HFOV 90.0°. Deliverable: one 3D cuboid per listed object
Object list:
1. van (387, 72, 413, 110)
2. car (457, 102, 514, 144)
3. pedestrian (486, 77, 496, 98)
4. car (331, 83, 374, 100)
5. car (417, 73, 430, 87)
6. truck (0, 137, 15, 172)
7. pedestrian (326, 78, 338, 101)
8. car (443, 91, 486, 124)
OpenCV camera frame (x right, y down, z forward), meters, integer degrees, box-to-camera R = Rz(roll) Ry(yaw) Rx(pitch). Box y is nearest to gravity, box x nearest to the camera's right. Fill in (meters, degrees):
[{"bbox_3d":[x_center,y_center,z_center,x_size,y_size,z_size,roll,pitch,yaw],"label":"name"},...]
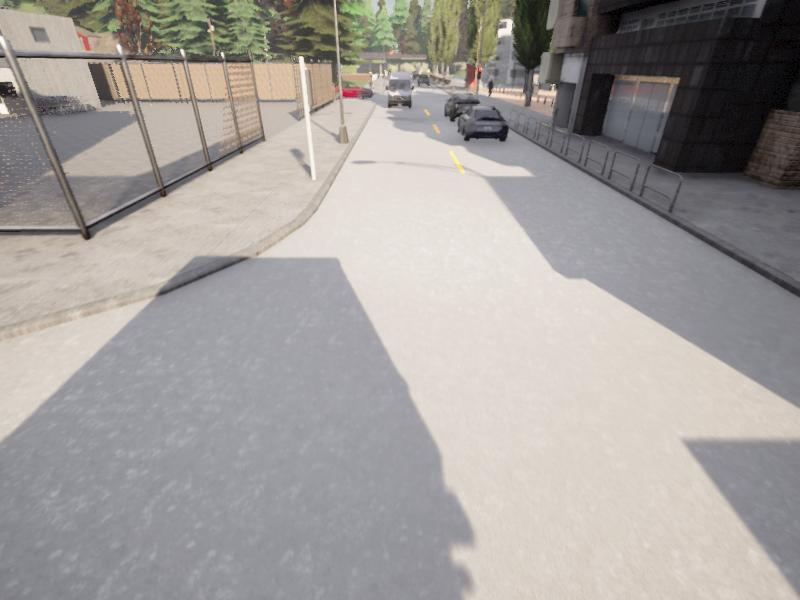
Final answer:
[{"bbox_3d":[-0.014,-17.555,33.426,1.988,2.561,5.915,0,30,0],"label":"van"},{"bbox_3d":[3.969,-8.639,19.371,1.994,1.385,4.181,1,30,2],"label":"car"},{"bbox_3d":[9.315,-21.787,41.065,0.751,1.860,0.751,3,30,4],"label":"pedestrian"},{"bbox_3d":[-4.862,-21.637,41.443,4.193,1.474,1.816,-2,30,-3],"label":"car"},{"bbox_3d":[3.985,-37.535,68.176,1.932,1.855,4.605,0,31,0],"label":"car"},{"bbox_3d":[-13.909,-4.154,10.920,2.069,2.038,4.478,0,30,0],"label":"truck"},{"bbox_3d":[-6.370,-19.794,37.645,0.751,1.860,0.751,-18,35,-28],"label":"pedestrian"},{"bbox_3d":[4.015,-12.414,25.656,2.007,1.525,4.514,0,30,0],"label":"car"}]
